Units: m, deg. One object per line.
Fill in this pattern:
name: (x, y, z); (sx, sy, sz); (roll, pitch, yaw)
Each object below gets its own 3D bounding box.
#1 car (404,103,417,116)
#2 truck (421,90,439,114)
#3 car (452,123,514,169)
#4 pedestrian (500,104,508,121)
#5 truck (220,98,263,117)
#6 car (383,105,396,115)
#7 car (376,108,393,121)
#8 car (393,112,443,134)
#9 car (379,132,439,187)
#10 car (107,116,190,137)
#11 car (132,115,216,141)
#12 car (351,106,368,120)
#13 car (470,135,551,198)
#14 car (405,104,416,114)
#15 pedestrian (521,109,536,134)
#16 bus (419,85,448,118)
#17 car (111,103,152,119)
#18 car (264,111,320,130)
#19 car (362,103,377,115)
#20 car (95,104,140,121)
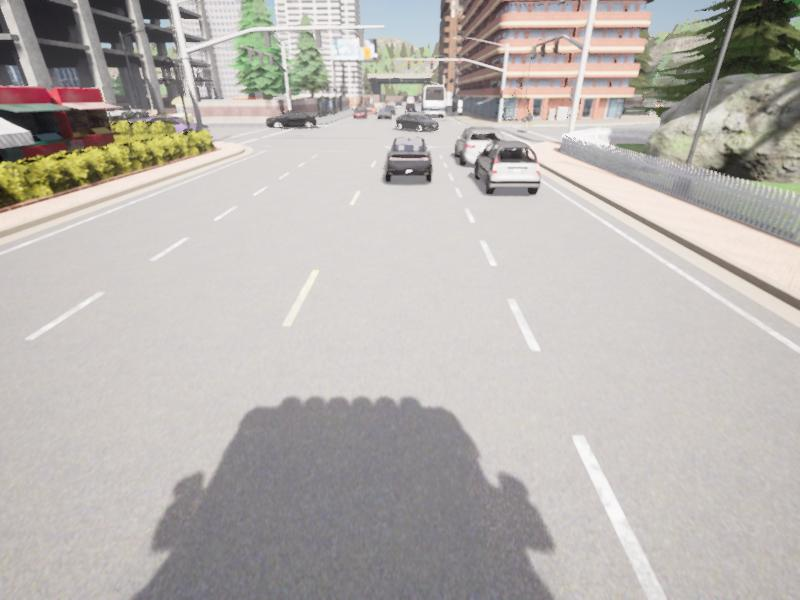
car: (1.685, -30.920, 64.901); (1.905, 1.878, 3.866); (1, 27, 1)
truck: (5.449, -36.726, 74.059); (2.891, 3.827, 8.468); (1, 27, 1)
car: (3.994, -7.867, 20.144); (2.242, 1.667, 4.611); (1, 27, 2)
pedestrian: (12.693, -22.854, 48.740); (0.751, 1.860, 0.751); (6, 28, 12)
truck: (-24.209, -29.532, 61.295); (5.204, 2.467, 2.615); (0, 27, 1)
car: (-1.734, -32.324, 68.055); (1.837, 1.490, 4.892); (1, 27, 1)
car: (-2.100, -25.385, 54.642); (2.033, 1.411, 5.357); (1, 27, 1)
car: (1.528, -16.350, 36.846); (1.837, 1.490, 4.892); (-20, 34, -33)
car: (0.370, -5.935, 16.565); (2.128, 1.511, 4.902); (1, 27, 1)
car: (-20.821, -14.459, 33.287); (5.357, 1.411, 2.033); (0, 27, 1)
car: (-16.822, -12.939, 30.048); (4.856, 1.649, 2.033); (0, 27, 1)
car: (-5.565, -26.162, 55.939); (1.851, 1.617, 3.988); (1, 27, 1)
car: (3.820, -4.987, 14.597); (1.851, 1.617, 3.988); (1, 27, 1)
car: (1.929, -35.406, 74.010); (1.801, 1.575, 5.366); (1, 27, 1)
pedestrian: (10.849, -15.067, 33.782); (0.751, 1.860, 0.751); (0, 27, 1)
bus: (5.006, -30.941, 62.309); (3.944, 4.253, 10.273); (1, 27, 1)
car: (-36.051, -25.395, 53.844); (3.866, 1.878, 1.905); (0, 27, 1)
car: (-10.776, -17.974, 40.011); (5.008, 1.535, 1.882); (-13, 31, -25)
car: (-5.196, -33.175, 69.418); (2.097, 1.767, 4.553); (1, 27, 1)
car: (-36.117, -24.054, 51.228); (3.866, 1.878, 1.905); (0, 27, 1)
